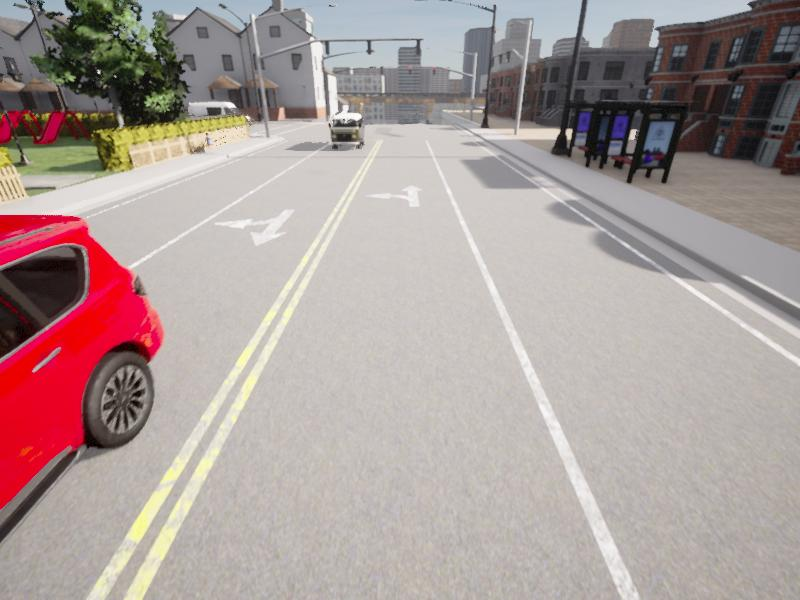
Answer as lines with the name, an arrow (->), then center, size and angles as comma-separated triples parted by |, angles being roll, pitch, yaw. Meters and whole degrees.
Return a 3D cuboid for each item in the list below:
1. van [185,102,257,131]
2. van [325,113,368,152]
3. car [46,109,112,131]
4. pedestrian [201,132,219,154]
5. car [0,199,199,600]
van -> -17.681, -18.278, 39.781 | 5.915, 2.561, 1.988 | 1, 27, 2
van -> -3.312, -10.876, 25.792 | 2.069, 2.038, 4.480 | 0, 27, 1
car -> -32.109, -18.111, 40.196 | 4.605, 1.855, 1.932 | 0, 27, 1
pedestrian -> -10.521, -8.686, 22.152 | 0.500, 1.100, 0.500 | 4, 27, 9
car -> -3.688, 1.130, 2.222 | 2.150, 2.045, 5.566 | 0, 28, 0
